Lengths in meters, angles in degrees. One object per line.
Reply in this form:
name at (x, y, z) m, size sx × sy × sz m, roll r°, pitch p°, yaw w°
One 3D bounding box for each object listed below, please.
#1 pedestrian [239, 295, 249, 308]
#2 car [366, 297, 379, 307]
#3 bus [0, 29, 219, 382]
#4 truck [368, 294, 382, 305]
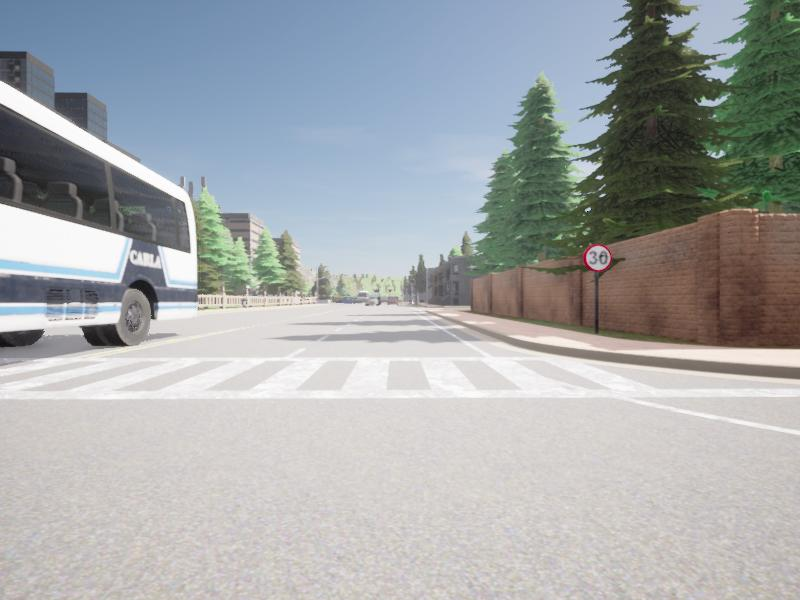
pedestrian at (-15.524, 0.176, 39.750) m, size 0.751 × 1.300 × 0.751 m, roll 0°, pitch 0°, yaw -3°
car at (-4.784, 0.277, 69.984) m, size 2.152 × 1.651 × 5.027 m, roll 0°, pitch 0°, yaw -1°
bus at (-6.879, -1.125, 6.296) m, size 3.944 × 4.253 × 10.273 m, roll 0°, pitch 0°, yaw -3°
truck at (-4.956, -0.059, 79.979) m, size 2.390 × 2.098 × 6.274 m, roll 0°, pitch 0°, yaw -1°
